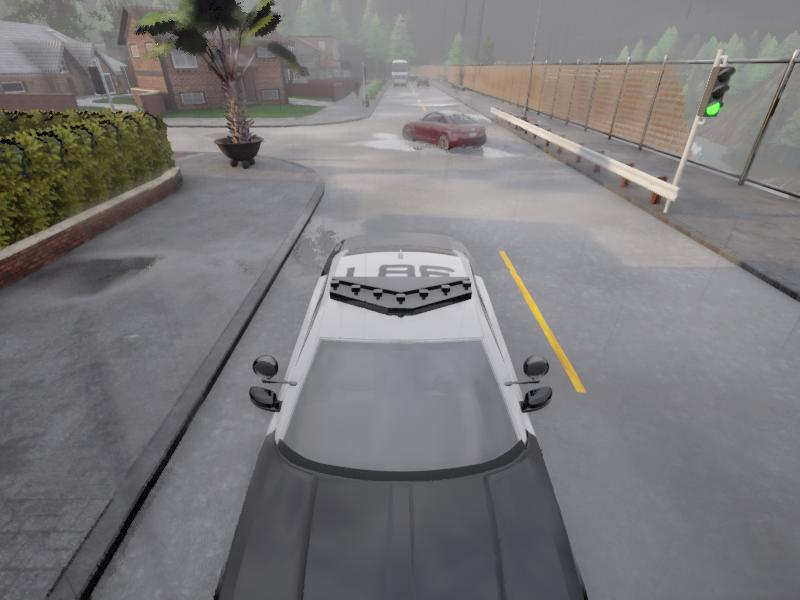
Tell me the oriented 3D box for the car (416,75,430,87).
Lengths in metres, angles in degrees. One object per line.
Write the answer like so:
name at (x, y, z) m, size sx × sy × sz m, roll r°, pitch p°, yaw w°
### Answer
car at (3.978, -38.604, 70.406) m, size 2.097 × 1.767 × 4.553 m, roll 0°, pitch 30°, yaw 0°

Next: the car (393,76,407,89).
car at (-0.016, -34.833, 64.113) m, size 2.152 × 1.651 × 5.027 m, roll 0°, pitch 30°, yaw 0°

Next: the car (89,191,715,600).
car at (0.005, 0.626, 3.353) m, size 1.930 × 1.638 × 5.238 m, roll 0°, pitch 31°, yaw 0°

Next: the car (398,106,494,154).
car at (1.869, -7.633, 17.752) m, size 1.994 × 1.385 × 4.181 m, roll -18°, pitch 35°, yaw -28°

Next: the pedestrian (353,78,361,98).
pedestrian at (-4.548, -22.350, 42.225) m, size 0.751 × 1.860 × 0.751 m, roll -2°, pitch 30°, yaw -3°

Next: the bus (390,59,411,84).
bus at (0.094, -48.136, 84.292) m, size 3.944 × 4.253 × 10.273 m, roll 0°, pitch 30°, yaw 0°
